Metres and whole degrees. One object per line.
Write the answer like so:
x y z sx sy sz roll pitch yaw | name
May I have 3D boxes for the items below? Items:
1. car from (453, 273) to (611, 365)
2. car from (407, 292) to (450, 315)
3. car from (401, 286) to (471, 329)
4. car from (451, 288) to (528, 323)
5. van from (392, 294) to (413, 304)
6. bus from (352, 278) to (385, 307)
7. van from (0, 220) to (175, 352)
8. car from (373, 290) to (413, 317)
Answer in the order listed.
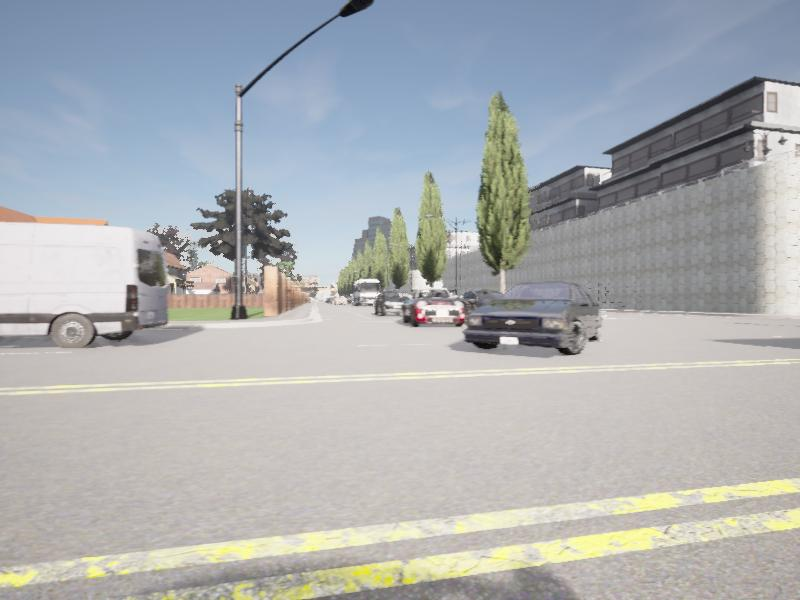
3.280 0.294 8.934 2.033 1.411 5.357 0 0 33 | car
2.023 0.226 29.677 2.007 1.525 4.514 0 0 -12 | car
1.234 0.252 15.544 1.970 1.475 3.806 0 0 -7 | car
4.152 0.244 19.546 1.837 1.490 4.892 0 0 -12 | car
0.548 -0.291 100.539 1.988 2.561 5.915 0 2 -37 | van
-5.314 -1.138 64.928 3.944 4.253 10.273 0 0 -12 | bus
-8.427 -0.278 8.614 5.915 2.561 1.988 0 0 -11 | van
-0.501 0.214 24.706 1.789 1.549 3.705 0 0 -12 | car
